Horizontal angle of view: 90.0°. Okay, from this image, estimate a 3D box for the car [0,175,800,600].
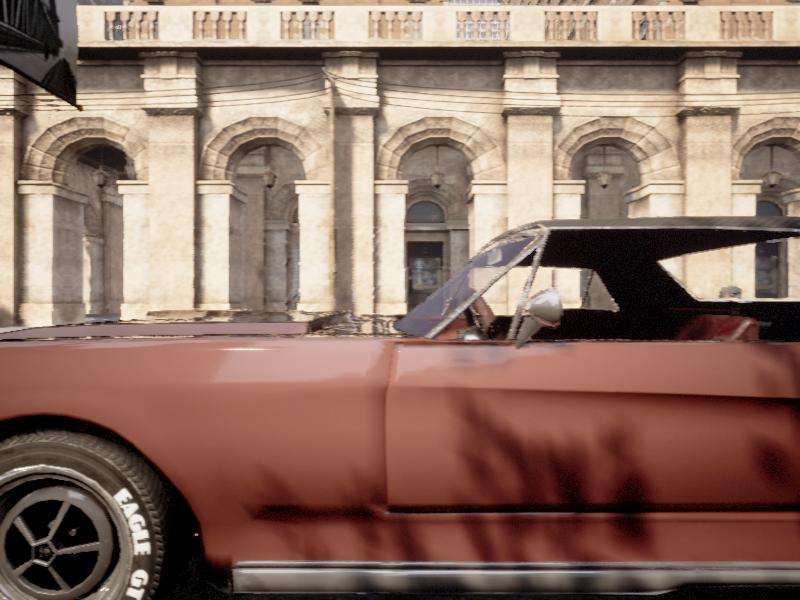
[{"bbox_3d":[0.593,0.338,1.949,4.718,1.301,1.895,0,0,0],"label":"car"}]
